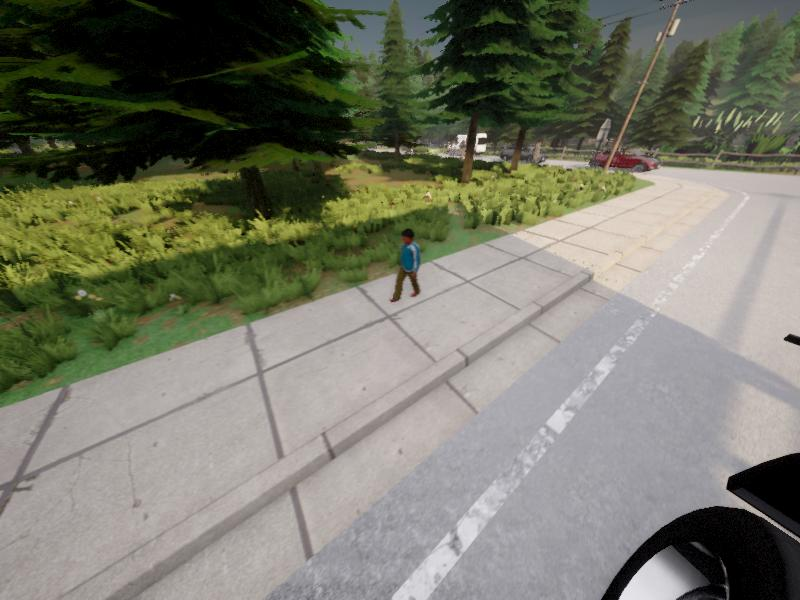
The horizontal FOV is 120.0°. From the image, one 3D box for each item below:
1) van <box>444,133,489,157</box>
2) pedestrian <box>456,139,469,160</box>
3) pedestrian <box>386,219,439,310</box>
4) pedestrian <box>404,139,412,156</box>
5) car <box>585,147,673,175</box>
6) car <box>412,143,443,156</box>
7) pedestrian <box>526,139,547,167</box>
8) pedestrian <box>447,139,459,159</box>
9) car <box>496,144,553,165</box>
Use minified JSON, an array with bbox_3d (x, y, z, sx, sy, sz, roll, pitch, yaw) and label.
[{"bbox_3d":[9.093,-21.673,32.310,1.988,2.561,5.915,-22,40,-27],"label":"van"},{"bbox_3d":[6.621,-16.070,24.660,0.751,1.860,0.751,-16,38,-21],"label":"pedestrian"},{"bbox_3d":[0.169,-0.513,3.373,0.500,1.100,0.500,-30,45,-35],"label":"pedestrian"},{"bbox_3d":[1.022,-20.568,31.098,0.751,1.860,0.751,-17,39,-22],"label":"pedestrian"},{"bbox_3d":[17.061,-10.629,17.498,1.816,1.474,4.193,-20,40,-26],"label":"car"},{"bbox_3d":[3.900,-22.062,33.788,2.007,1.525,4.514,-22,40,-27],"label":"car"},{"bbox_3d":[10.973,-11.852,18.642,0.751,1.860,0.751,28,44,34],"label":"pedestrian"},{"bbox_3d":[5.924,-16.822,25.735,0.751,1.860,0.751,-16,38,-21],"label":"pedestrian"},{"bbox_3d":[12.425,-14.770,23.365,2.007,1.525,4.514,-21,40,-26],"label":"car"}]
